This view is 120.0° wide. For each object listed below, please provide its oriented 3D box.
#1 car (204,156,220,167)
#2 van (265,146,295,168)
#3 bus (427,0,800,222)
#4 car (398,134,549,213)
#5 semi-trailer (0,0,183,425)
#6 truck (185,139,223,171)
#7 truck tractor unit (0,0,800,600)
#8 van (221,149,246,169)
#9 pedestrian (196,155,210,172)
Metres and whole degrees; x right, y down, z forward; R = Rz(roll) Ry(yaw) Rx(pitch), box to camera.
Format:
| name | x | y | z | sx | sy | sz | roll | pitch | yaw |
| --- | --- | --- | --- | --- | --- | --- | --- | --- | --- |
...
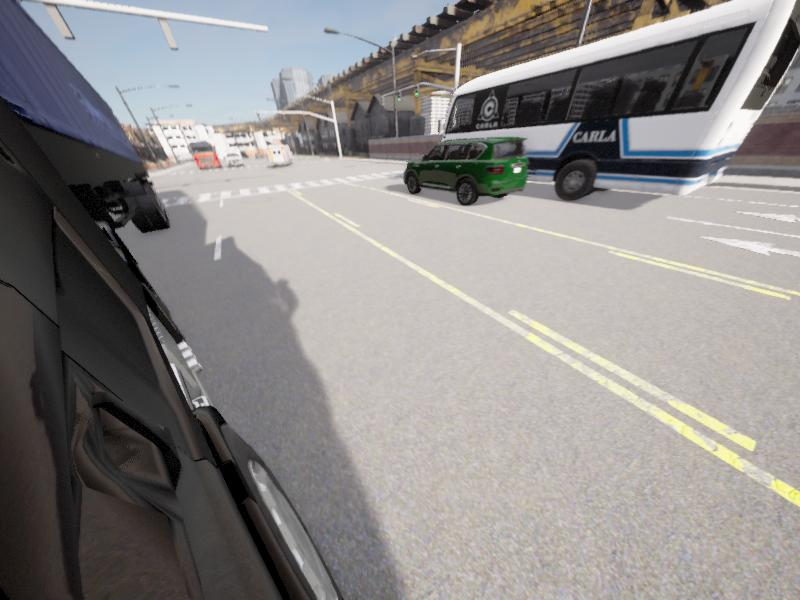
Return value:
| name | x | y | z | sx | sy | sz | roll | pitch | yaw |
| --- | --- | --- | --- | --- | --- | --- | --- | --- | --- |
| car | -36.056 | -26.597 | 44.340 | 1.837 | 1.490 | 4.892 | -22 | 38 | -25 |
| van | -17.216 | -20.902 | 33.547 | 2.351 | 2.431 | 6.366 | -10 | 35 | -10 |
| bus | 5.887 | -6.769 | 9.254 | 3.944 | 4.253 | 10.273 | -22 | 38 | -25 |
| car | 2.364 | -5.336 | 9.422 | 2.150 | 2.045 | 5.566 | -22 | 39 | -25 |
| semi-trailer | -8.190 | -3.385 | 5.276 | 2.717 | 4.402 | 14.254 | -28 | 39 | -32 |
| truck | -30.923 | -23.164 | 36.806 | 2.891 | 3.827 | 8.468 | -22 | 38 | -25 |
| truck tractor unit | -2.645 | -0.295 | 0.351 | 6.516 | 4.208 | 3.053 | 28 | 44 | 30 |
| van | -26.752 | -22.797 | 37.146 | 2.351 | 2.431 | 6.366 | -22 | 38 | -25 |
| pedestrian | -26.340 | -18.223 | 30.882 | 0.751 | 1.860 | 0.751 | -26 | 41 | -30 |
